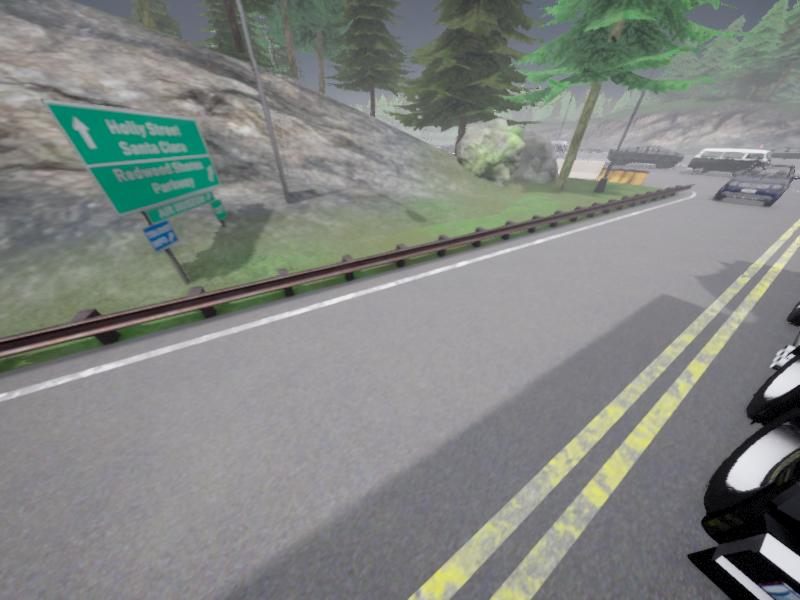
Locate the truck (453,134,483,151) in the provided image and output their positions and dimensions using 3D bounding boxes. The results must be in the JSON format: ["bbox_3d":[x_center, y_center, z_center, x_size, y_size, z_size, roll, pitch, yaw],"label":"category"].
[{"bbox_3d":[20.213,-47.374,69.409,2.891,3.827,8.468,-19,39,-25],"label":"truck"}]

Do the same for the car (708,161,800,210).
[{"bbox_3d":[16.279,-5.291,10.456,3.705,1.549,1.789,-19,39,-27],"label":"car"}]

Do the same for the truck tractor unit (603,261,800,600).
[{"bbox_3d":[5.104,-0.305,0.800,6.516,4.208,3.053,-18,39,-25],"label":"truck tractor unit"}]

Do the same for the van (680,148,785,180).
[{"bbox_3d":[28.140,-11.777,19.815,2.069,2.038,4.480,-19,39,-25],"label":"van"}]

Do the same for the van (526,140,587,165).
[{"bbox_3d":[20.306,-19.496,30.408,1.988,2.561,5.915,-19,39,-25],"label":"van"}]

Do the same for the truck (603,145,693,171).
[{"bbox_3d":[27.599,-16.211,26.140,2.390,2.098,6.274,-19,39,-25],"label":"truck"}]

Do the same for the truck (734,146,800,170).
[{"bbox_3d":[43.879,-16.156,26.229,2.390,2.098,6.274,-19,39,-25],"label":"truck"}]
